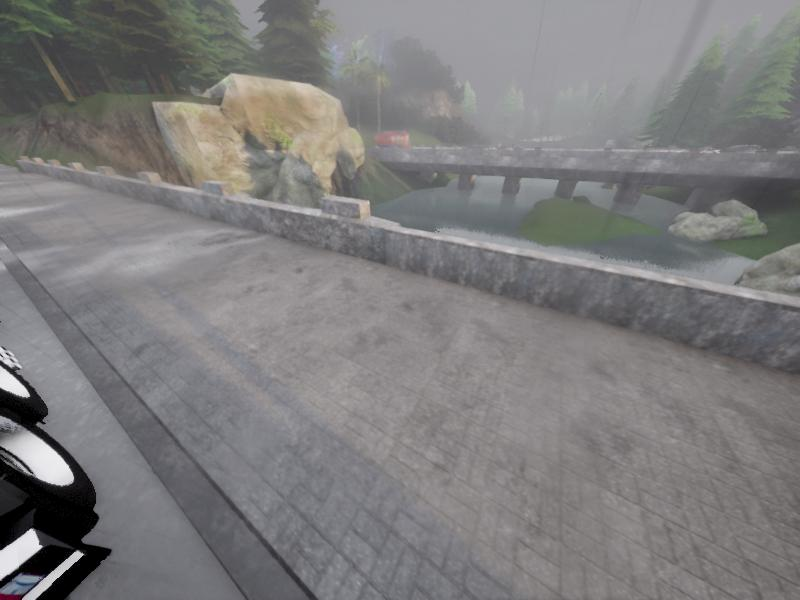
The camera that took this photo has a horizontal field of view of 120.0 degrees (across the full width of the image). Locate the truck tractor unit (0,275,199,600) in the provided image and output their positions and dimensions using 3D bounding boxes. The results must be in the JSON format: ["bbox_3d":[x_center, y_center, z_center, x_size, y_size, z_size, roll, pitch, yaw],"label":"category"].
[{"bbox_3d":[-5.130,-0.281,0.752,6.516,4.208,3.053,18,39,23],"label":"truck tractor unit"}]

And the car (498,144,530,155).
[{"bbox_3d":[19.628,-26.102,39.982,4.514,1.525,2.007,18,39,24],"label":"car"}]

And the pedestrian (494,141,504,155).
[{"bbox_3d":[15.973,-24.507,37.204,0.751,1.860,0.751,-23,41,-29],"label":"pedestrian"}]

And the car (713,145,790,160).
[{"bbox_3d":[43.273,-18.333,28.664,4.892,1.490,1.837,18,39,25],"label":"car"}]

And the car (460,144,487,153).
[{"bbox_3d":[14.576,-30.347,46.189,4.674,1.442,1.812,18,39,25],"label":"car"}]

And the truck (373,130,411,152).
[{"bbox_3d":[-1.840,-36.665,53.314,8.468,3.827,2.891,19,39,25],"label":"truck"}]

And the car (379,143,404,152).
[{"bbox_3d":[-1.819,-33.130,50.236,5.008,1.535,1.882,18,39,25],"label":"car"}]
